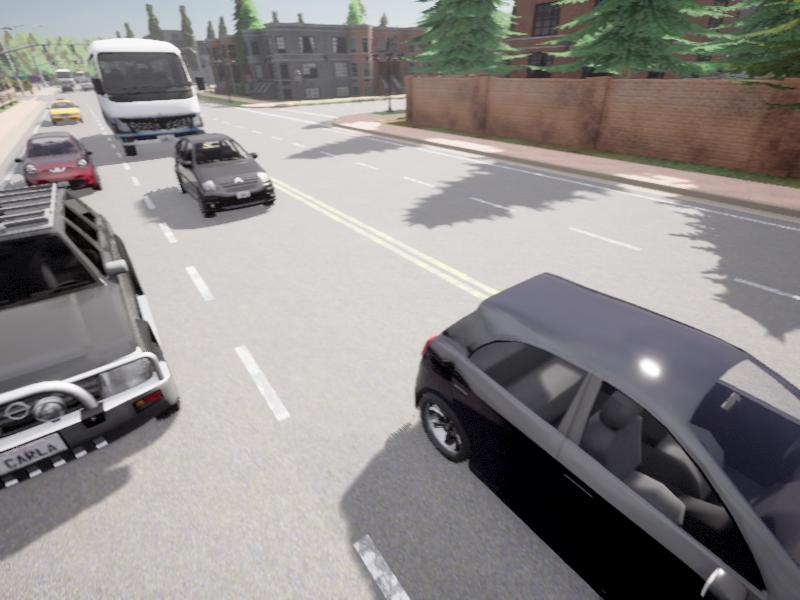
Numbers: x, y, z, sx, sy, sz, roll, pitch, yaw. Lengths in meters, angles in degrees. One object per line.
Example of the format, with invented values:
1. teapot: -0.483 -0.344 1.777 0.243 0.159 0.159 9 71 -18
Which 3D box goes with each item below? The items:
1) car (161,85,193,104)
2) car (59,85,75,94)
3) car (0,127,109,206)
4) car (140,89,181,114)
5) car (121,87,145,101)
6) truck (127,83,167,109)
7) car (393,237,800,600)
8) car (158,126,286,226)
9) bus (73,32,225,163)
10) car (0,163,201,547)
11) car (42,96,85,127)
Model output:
1. car: -25.915 -23.861 46.413 2.152 1.651 5.027 -21 35 -30
2. car: -63.133 -40.039 75.915 1.895 1.301 4.718 -21 35 -30
3. car: -10.363 -4.205 12.162 1.845 1.501 3.633 -21 36 -30
4. car: -21.808 -18.056 36.290 2.152 1.651 5.027 -21 35 -30
5. car: -34.500 -26.633 51.645 1.816 1.474 4.193 -21 36 -30
6. truck: -26.519 -21.466 41.849 2.390 2.098 6.274 -21 35 -30
7. car: 1.783 1.018 2.734 1.845 1.501 3.633 -21 36 -30
8. car: -4.803 -3.459 10.597 1.851 1.617 3.988 -21 35 -30
9. bus: -12.344 -9.820 19.187 3.944 4.253 10.273 -21 35 -30
10. car: -3.993 -0.019 4.382 1.932 1.855 4.605 -21 36 -30
11. car: -24.366 -13.760 29.051 1.801 1.575 5.366 -21 35 -30
